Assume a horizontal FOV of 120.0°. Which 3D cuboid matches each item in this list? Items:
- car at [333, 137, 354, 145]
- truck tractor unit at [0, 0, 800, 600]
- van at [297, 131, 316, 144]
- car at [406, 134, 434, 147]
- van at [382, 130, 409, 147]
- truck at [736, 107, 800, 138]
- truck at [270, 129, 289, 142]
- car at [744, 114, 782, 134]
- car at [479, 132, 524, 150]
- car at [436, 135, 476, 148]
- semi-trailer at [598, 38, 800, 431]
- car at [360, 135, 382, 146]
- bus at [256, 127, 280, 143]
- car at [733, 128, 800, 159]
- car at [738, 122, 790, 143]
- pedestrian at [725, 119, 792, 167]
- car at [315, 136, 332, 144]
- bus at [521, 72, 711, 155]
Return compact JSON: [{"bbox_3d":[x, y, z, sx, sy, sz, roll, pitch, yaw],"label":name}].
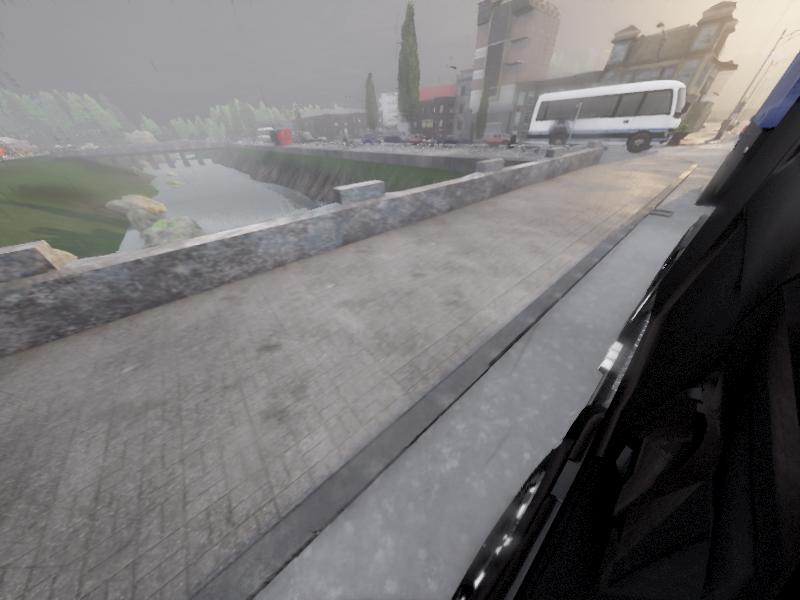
[{"bbox_3d":[-11.797,-33.134,48.089,1.895,1.301,4.718,-28,43,-30],"label":"car"},{"bbox_3d":[2.645,-0.295,0.351,6.516,4.208,3.053,-28,44,-30],"label":"truck tractor unit"},{"bbox_3d":[-24.446,-42.214,60.074,1.988,2.561,5.915,-28,43,-30],"label":"van"},{"bbox_3d":[2.882,-23.241,33.642,1.970,1.475,3.806,-28,43,-30],"label":"car"},{"bbox_3d":[-0.735,-25.896,37.029,1.775,1.987,4.442,-28,43,-30],"label":"van"},{"bbox_3d":[39.296,-19.033,24.796,5.204,2.467,2.627,-28,44,-30],"label":"truck"},{"bbox_3d":[-43.648,-59.441,83.510,2.891,3.827,8.468,-28,43,-30],"label":"truck"},{"bbox_3d":[46.747,-22.746,29.831,3.866,1.878,1.905,-28,43,-30],"label":"car"},{"bbox_3d":[11.113,-17.651,25.569,1.970,1.475,3.806,-28,43,-30],"label":"car"},{"bbox_3d":[7.031,-20.357,29.635,1.895,1.301,4.718,-28,43,-30],"label":"car"},{"bbox_3d":[8.695,-3.590,4.256,14.254,4.402,2.717,-28,43,-30],"label":"semi-trailer"},{"bbox_3d":[-5.281,-28.783,41.647,1.816,1.474,4.193,-28,43,-30],"label":"car"},{"bbox_3d":[-46.554,-57.985,81.370,3.944,4.253,10.273,-28,43,-30],"label":"bus"},{"bbox_3d":[23.110,-9.953,14.561,4.718,1.301,1.895,-28,43,-30],"label":"car"},{"bbox_3d":[33.147,-15.324,21.115,4.181,1.385,1.994,-28,43,-30],"label":"car"},{"bbox_3d":[17.279,-7.571,11.199,0.751,1.860,0.751,-12,38,-12],"label":"pedestrian"},{"bbox_3d":[-18.003,-37.403,54.125,1.812,1.442,4.674,-28,43,-30],"label":"car"},{"bbox_3d":[16.744,-15.083,19.410,3.944,4.253,10.273,-29,44,-31],"label":"bus"}]
